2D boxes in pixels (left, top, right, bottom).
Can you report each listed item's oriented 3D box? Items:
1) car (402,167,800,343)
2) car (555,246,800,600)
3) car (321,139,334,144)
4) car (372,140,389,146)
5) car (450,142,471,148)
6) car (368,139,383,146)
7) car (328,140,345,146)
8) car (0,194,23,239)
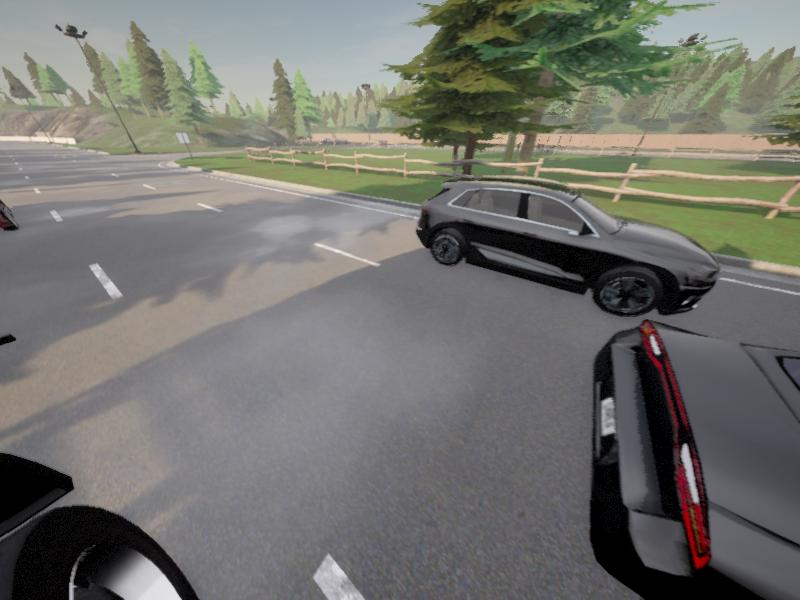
[{"bbox_3d":[2.617,-1.383,4.475,4.856,1.649,2.033,22,41,28],"label":"car"},{"bbox_3d":[3.564,1.510,0.474,4.974,1.542,2.038,22,41,28],"label":"car"},{"bbox_3d":[-26.730,-58.579,85.272,4.514,1.525,2.007,22,41,28],"label":"car"},{"bbox_3d":[-5.961,-47.686,70.053,4.792,1.488,2.163,22,41,28],"label":"car"},{"bbox_3d":[15.977,-41.159,61.195,4.718,1.301,1.895,22,41,28],"label":"car"},{"bbox_3d":[-7.237,-45.769,67.278,3.988,1.617,1.851,22,41,28],"label":"car"},{"bbox_3d":[-19.467,-48.229,70.738,5.357,1.411,2.033,22,41,28],"label":"car"},{"bbox_3d":[-12.587,-2.567,6.216,4.181,1.385,1.994,22,41,28],"label":"car"}]
